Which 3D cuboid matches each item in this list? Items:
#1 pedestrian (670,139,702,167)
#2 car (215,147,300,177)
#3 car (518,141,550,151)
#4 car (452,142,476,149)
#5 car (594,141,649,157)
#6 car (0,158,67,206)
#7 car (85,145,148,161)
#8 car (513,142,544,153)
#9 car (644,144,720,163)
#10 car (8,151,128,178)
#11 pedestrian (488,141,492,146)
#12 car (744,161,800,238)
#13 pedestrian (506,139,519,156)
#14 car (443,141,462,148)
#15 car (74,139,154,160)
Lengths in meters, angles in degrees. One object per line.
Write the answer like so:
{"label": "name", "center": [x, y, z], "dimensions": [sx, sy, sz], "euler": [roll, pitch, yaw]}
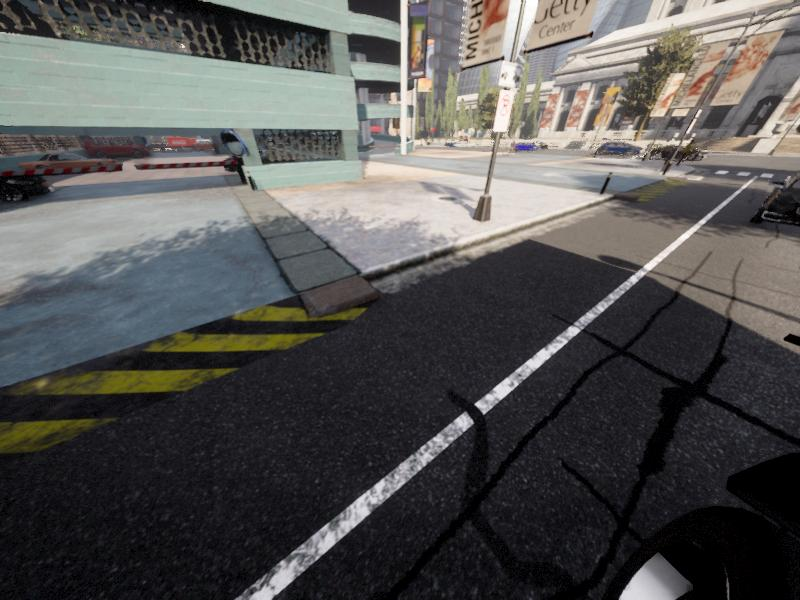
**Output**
{"label": "pedestrian", "center": [22.825, -11.751, 18.473], "dimensions": [0.751, 1.860, 0.751], "euler": [-23, 41, -29]}
{"label": "car", "center": [-10.385, -10.322, 17.108], "dimensions": [4.902, 1.511, 2.128], "euler": [-22, 41, -28]}
{"label": "car", "center": [26.380, -30.492, 45.584], "dimensions": [2.038, 1.542, 4.974], "euler": [-22, 41, -28]}
{"label": "car", "center": [14.652, -35.595, 53.137], "dimensions": [4.718, 1.301, 1.895], "euler": [27, 43, 33]}
{"label": "car", "center": [29.914, -20.553, 31.410], "dimensions": [2.033, 1.649, 4.856], "euler": [-22, 40, -28]}
{"label": "car", "center": [-17.513, -4.486, 8.956], "dimensions": [4.786, 1.482, 2.161], "euler": [-22, 41, -28]}
{"label": "car", "center": [-35.177, -18.463, 28.927], "dimensions": [4.514, 1.523, 2.007], "euler": [-22, 41, -28]}
{"label": "car", "center": [22.343, -26.741, 40.375], "dimensions": [1.816, 1.474, 4.193], "euler": [-22, 41, -28]}
{"label": "car", "center": [29.802, -15.685, 24.666], "dimensions": [1.812, 1.442, 4.674], "euler": [-10, 36, -13]}
{"label": "car", "center": [-23.831, -10.034, 16.960], "dimensions": [4.718, 1.301, 1.895], "euler": [-22, 41, -28]}
{"label": "pedestrian", "center": [23.376, -40.464, 59.847], "dimensions": [0.500, 1.100, 0.500], "euler": [-23, 41, -29]}
{"label": "car", "center": [12.686, -3.107, 6.920], "dimensions": [4.892, 1.490, 1.837], "euler": [-22, 41, -28]}
{"label": "pedestrian", "center": [14.439, -19.615, 29.692], "dimensions": [0.751, 1.860, 0.751], "euler": [-16, 38, -20]}
{"label": "car", "center": [13.138, -38.971, 57.863], "dimensions": [3.806, 1.475, 1.970], "euler": [21, 40, 27]}
{"label": "car", "center": [-35.131, -18.802, 28.728], "dimensions": [5.566, 2.045, 2.435], "euler": [-22, 41, -28]}
